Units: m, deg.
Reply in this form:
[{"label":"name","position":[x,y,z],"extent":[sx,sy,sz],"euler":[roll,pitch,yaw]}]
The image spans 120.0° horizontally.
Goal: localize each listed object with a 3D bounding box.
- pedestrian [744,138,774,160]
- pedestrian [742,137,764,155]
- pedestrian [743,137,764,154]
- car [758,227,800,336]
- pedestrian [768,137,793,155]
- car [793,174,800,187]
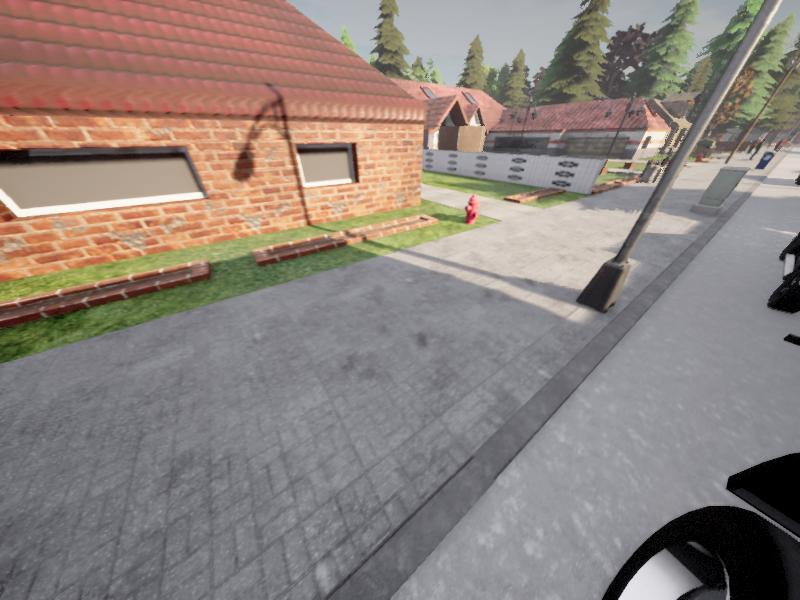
[{"label":"pedestrian","position":[36.675,-15.427,23.625],"extent":[0.751,1.860,0.751],"euler":[26,43,32]},{"label":"pedestrian","position":[46.335,-20.202,30.311],"extent":[0.751,1.860,0.751],"euler":[-23,41,-29]},{"label":"pedestrian","position":[47.654,-20.788,31.130],"extent":[0.751,1.860,0.751],"euler":[-23,41,-28]},{"label":"car","position":[7.688,-0.746,3.271],"extent":[4.605,1.855,1.932],"euler":[-22,41,-28]},{"label":"pedestrian","position":[47.574,-19.233,28.926],"extent":[0.751,1.860,0.751],"euler":[-29,44,-34]},{"label":"car","position":[23.090,-7.034,12.043],"extent":[3.866,1.878,1.905],"euler":[-22,41,-28]}]
